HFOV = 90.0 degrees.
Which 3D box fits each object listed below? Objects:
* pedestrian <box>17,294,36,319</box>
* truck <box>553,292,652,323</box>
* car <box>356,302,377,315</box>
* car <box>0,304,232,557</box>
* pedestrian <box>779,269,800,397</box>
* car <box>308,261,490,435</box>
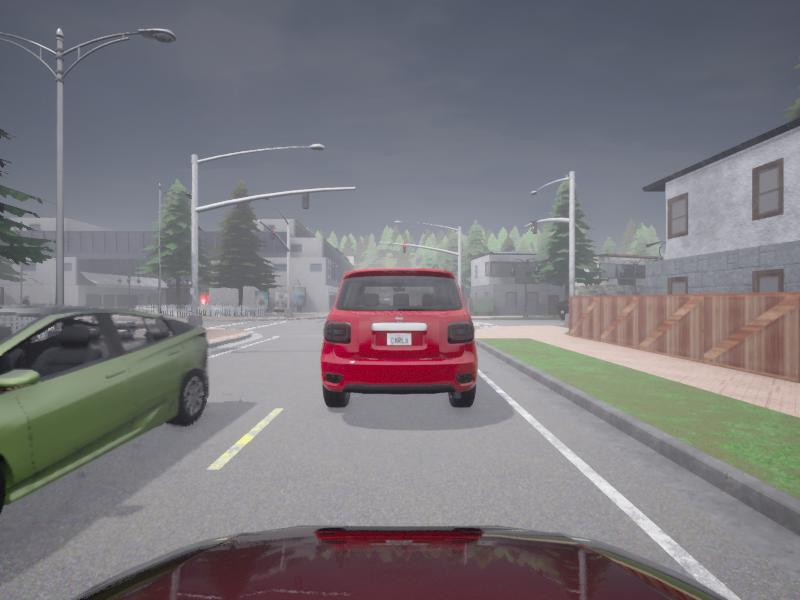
[{"bbox_3d":[-28.923,0.500,31.002,0.751,1.860,0.751,0,0,-3],"label":"pedestrian"},{"bbox_3d":[14.789,0.523,29.358,6.274,2.098,2.390,0,0,-9],"label":"truck"},{"bbox_3d":[-3.565,0.907,43.454,1.994,1.385,4.181,0,0,0],"label":"car"},{"bbox_3d":[-3.485,0.828,3.673,2.007,1.525,4.514,0,0,0],"label":"car"},{"bbox_3d":[6.209,0.485,5.784,0.751,1.860,0.751,0,0,1],"label":"pedestrian"},{"bbox_3d":[-0.013,0.568,7.496,2.150,2.045,5.566,0,0,0],"label":"car"}]
